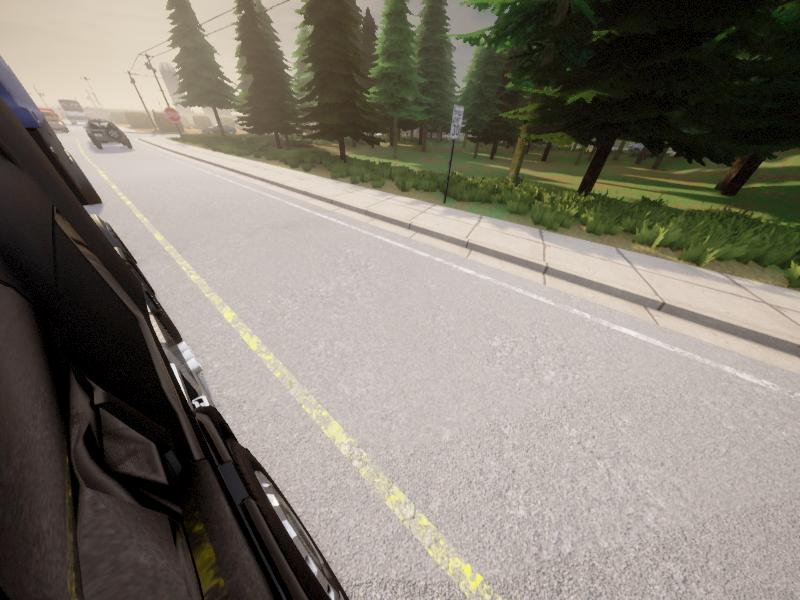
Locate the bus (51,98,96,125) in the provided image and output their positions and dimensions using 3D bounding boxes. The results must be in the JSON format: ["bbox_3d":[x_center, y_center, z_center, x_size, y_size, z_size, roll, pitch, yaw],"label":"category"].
[{"bbox_3d":[-72.520,-41.742,51.344,10.273,4.253,3.944,29,44,31],"label":"bus"}]

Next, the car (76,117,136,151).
[{"bbox_3d":[-22.796,-12.914,17.899,4.605,1.855,1.932,29,44,31],"label":"car"}]

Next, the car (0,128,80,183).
[{"bbox_3d":[-16.002,-6.303,9.832,4.902,1.511,2.128,28,44,30],"label":"car"}]

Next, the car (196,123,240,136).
[{"bbox_3d":[-29.453,-27.666,37.569,2.128,1.511,4.902,27,43,29],"label":"car"}]

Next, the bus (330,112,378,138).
[{"bbox_3d":[-10.070,-39.344,52.101,3.944,4.253,10.273,27,43,29],"label":"bus"}]

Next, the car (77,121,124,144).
[{"bbox_3d":[-27.666,-15.533,21.391,4.514,1.525,2.007,31,45,33],"label":"car"}]

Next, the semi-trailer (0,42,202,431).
[{"bbox_3d":[-8.703,-3.603,4.222,14.254,4.402,2.717,28,44,30],"label":"semi-trailer"}]

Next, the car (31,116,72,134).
[{"bbox_3d":[-43.242,-21.754,28.671,3.988,1.617,1.851,24,42,26],"label":"car"}]

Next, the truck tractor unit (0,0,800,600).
[{"bbox_3d":[-2.645,-0.295,0.351,6.516,4.208,3.053,28,44,30],"label":"truck tractor unit"}]
